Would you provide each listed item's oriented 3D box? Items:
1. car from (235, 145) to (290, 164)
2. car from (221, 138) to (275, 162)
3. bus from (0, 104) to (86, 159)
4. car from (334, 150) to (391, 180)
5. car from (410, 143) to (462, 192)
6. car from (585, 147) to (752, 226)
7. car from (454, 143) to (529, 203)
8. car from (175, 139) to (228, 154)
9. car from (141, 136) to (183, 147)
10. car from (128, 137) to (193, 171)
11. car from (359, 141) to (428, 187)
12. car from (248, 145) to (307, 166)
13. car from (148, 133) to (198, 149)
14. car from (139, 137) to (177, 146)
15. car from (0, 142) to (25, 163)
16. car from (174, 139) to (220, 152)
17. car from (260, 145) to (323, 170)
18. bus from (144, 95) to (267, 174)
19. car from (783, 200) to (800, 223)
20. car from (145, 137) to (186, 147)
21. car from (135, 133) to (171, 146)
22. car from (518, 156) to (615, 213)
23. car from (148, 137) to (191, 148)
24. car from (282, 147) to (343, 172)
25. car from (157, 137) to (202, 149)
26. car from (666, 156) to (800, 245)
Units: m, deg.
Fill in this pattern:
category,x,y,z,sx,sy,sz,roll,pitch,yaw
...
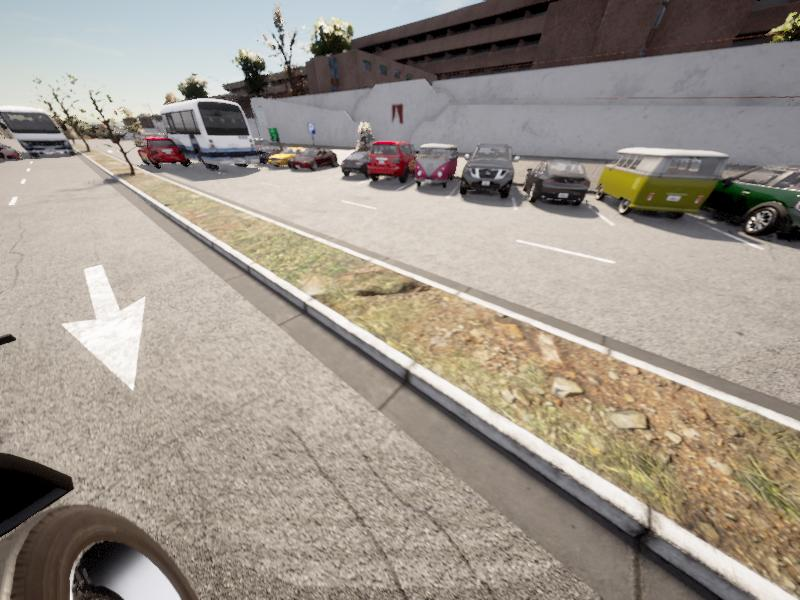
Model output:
category,x,y,z,sx,sy,sz,roll,pitch,yaw
car,-14.032,-15.231,24.005,2.002,1.452,4.674,12,36,15
car,-16.368,-16.502,25.275,1.878,1.987,4.442,13,36,15
bus,-39.780,-18.561,25.564,10.273,4.253,3.944,26,42,30
car,-2.446,-9.697,16.395,2.002,1.452,4.674,12,36,15
car,2.160,-7.663,13.094,1.878,1.987,4.442,12,36,15
car,9.175,-4.513,8.685,1.878,1.987,4.442,11,36,15
car,4.506,-6.639,11.617,2.435,2.045,5.566,12,36,15
car,-27.980,-21.917,32.889,1.946,1.575,5.366,12,36,15
car,-46.379,-31.064,45.272,1.946,1.575,5.366,12,36,15
car,-19.978,-12.304,19.253,5.566,2.045,2.150,26,42,31
car,-0.117,-8.857,14.727,2.435,2.045,5.566,12,36,15
car,-11.705,-14.142,22.511,2.163,1.488,4.792,12,36,15
car,-39.484,-27.843,40.464,2.435,2.045,5.566,12,36,15
car,-48.747,-32.065,46.686,2.163,1.488,4.792,12,36,15
car,-36.620,-13.498,21.068,4.181,1.385,1.994,26,43,30
car,-30.240,-23.105,34.564,2.002,1.452,4.674,12,36,15
car,-9.448,-12.942,20.801,1.946,1.575,5.366,12,36,15
bus,-16.175,-13.537,19.163,10.273,4.253,3.944,26,42,30
car,13.764,-2.046,5.680,2.002,1.452,4.674,11,36,15
car,-44.127,-29.845,43.610,2.231,1.521,4.892,12,36,15
car,-51.099,-33.306,47.942,1.878,1.987,4.442,12,36,15
car,6.819,-5.352,10.249,2.231,1.521,4.892,11,36,15
car,-41.802,-28.737,42.100,2.097,1.535,5.008,12,36,15
car,-7.084,-11.892,19.420,2.163,1.488,4.792,12,36,15
car,-37.170,-26.504,39.076,2.231,1.521,4.892,12,36,15
car,11.443,-3.259,7.095,2.185,1.767,4.553,11,36,15
